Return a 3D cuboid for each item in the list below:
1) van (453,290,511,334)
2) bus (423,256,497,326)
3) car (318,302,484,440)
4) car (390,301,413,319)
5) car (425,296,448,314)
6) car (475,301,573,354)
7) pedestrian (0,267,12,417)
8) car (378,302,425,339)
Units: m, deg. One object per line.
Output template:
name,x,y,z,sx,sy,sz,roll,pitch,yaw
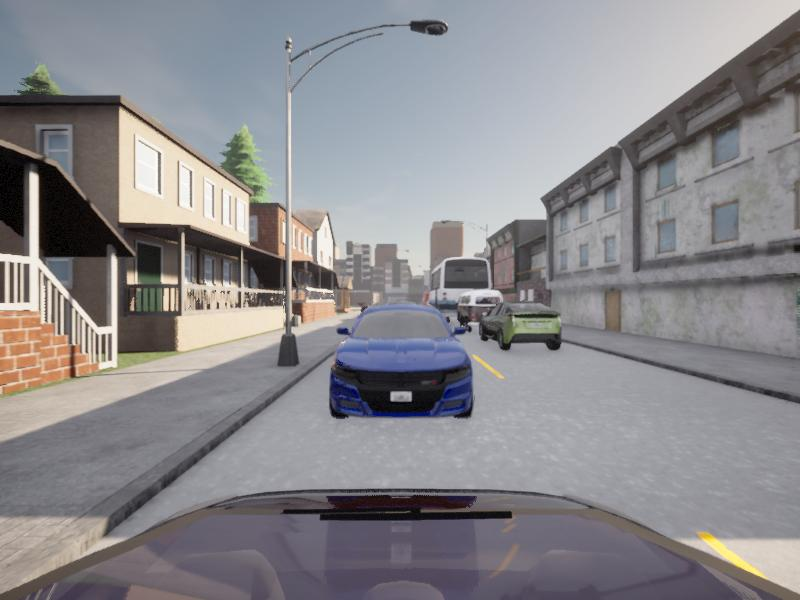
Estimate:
van,4.080,0.555,20.587,2.069,2.038,4.480,0,0,0
bus,3.996,-0.558,29.700,3.944,4.253,10.273,0,0,0
car,0.022,0.817,7.047,1.882,1.535,5.008,0,0,0
car,0.138,0.826,34.705,1.816,1.474,4.193,0,0,0
car,4.208,0.531,46.910,2.150,2.045,5.566,0,0,0
car,4.041,0.817,13.903,2.007,1.525,4.514,0,0,0
pedestrian,-5.338,0.520,4.734,0.751,1.860,0.751,0,0,2
car,0.068,0.831,18.388,1.837,1.490,4.892,0,0,0
